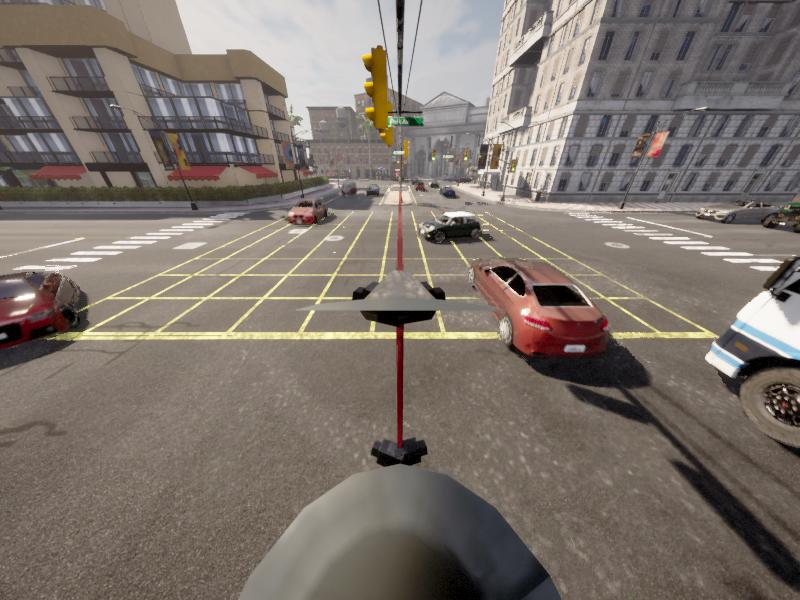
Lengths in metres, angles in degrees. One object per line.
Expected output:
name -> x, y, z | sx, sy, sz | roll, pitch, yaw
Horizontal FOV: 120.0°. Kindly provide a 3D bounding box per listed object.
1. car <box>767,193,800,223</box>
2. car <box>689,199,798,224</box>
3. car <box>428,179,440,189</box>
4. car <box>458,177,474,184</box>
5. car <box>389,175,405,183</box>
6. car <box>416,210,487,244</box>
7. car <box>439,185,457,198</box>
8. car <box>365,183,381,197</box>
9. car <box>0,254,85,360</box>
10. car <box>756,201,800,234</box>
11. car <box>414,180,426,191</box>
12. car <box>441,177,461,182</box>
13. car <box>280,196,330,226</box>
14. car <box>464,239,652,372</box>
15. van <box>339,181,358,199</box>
car -> 35.504, -7.623, 19.162 | 5.566, 2.045, 2.150 | 0, 30, 0
car -> 28.323, -7.433, 19.258 | 5.027, 1.651, 2.152 | 0, 30, 0
car -> 7.376, -25.511, 50.658 | 2.038, 1.542, 4.974 | 0, 30, 0
car -> 17.975, -32.773, 63.211 | 3.633, 1.501, 1.845 | -4, 30, -7
car -> -0.923, -35.522, 67.654 | 1.932, 1.855, 4.605 | -26, 39, -37
car -> 3.168, -4.709, 14.684 | 3.806, 1.475, 1.970 | -9, 31, -16
car -> 7.334, -16.848, 35.819 | 1.994, 1.385, 4.181 | 0, 30, 0
car -> -4.180, -17.437, 36.565 | 1.930, 1.638, 5.238 | 0, 30, 0
car -> -10.990, 0.074, 6.508 | 4.181, 1.385, 1.994 | 24, 38, 35
car -> 28.845, -5.803, 16.166 | 3.866, 1.878, 1.905 | 0, 30, 0
car -> 3.849, -22.422, 45.235 | 1.851, 1.617, 3.988 | 0, 30, 0
car -> 15.376, -36.327, 69.517 | 5.357, 1.411, 2.033 | 0, 30, 1
car -> -7.731, -7.578, 19.463 | 2.242, 1.667, 4.611 | 0, 30, 0
car -> 3.719, -0.347, 6.984 | 2.152, 1.651, 5.027 | 0, 30, 0
van -> -7.686, -16.623, 34.805 | 1.775, 1.987, 4.442 | 0, 30, 0
